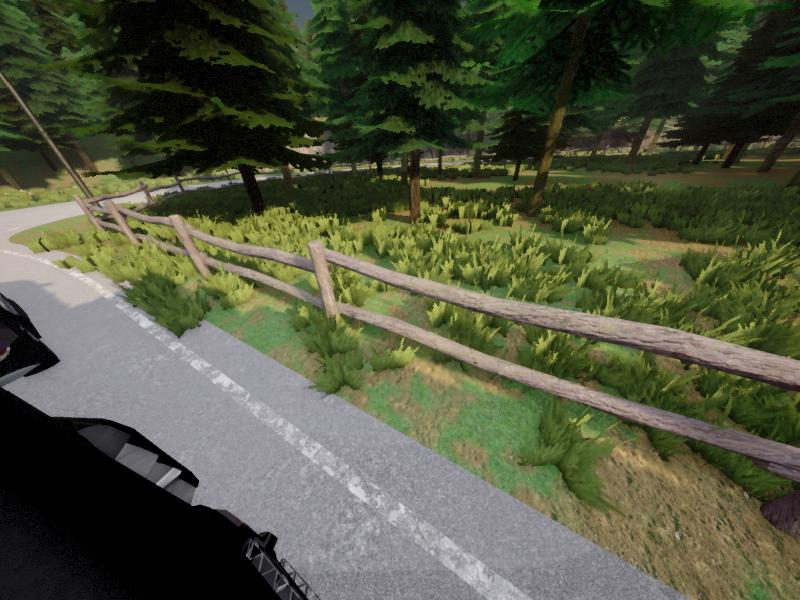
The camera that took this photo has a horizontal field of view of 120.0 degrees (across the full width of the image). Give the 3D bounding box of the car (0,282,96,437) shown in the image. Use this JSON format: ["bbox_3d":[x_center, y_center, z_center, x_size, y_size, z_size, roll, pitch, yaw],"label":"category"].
[{"bbox_3d":[-6.247,0.281,2.536,4.856,1.649,2.033,14,37,24],"label":"car"}]
